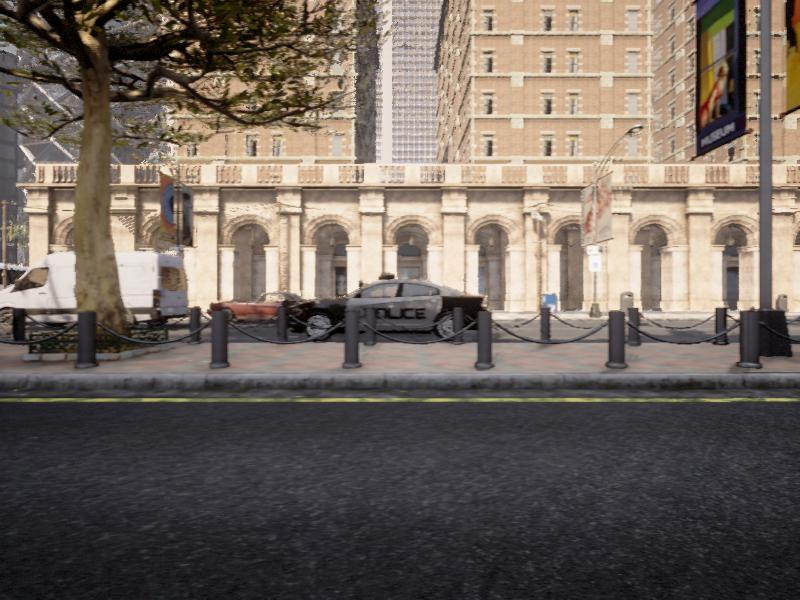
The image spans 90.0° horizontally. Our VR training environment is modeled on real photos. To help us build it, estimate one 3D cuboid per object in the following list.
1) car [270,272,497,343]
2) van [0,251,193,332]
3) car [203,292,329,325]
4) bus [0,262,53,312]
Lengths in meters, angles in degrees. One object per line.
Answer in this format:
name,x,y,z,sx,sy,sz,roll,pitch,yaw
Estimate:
car,-0.387,0.171,10.203,5.238,1.638,1.930,0,0,0
van,-10.560,-0.275,13.712,5.915,2.561,1.988,0,0,0
car,-5.514,0.340,16.955,4.718,1.301,1.895,0,0,0
bus,-35.827,-1.125,33.798,3.944,4.253,10.273,0,0,0
